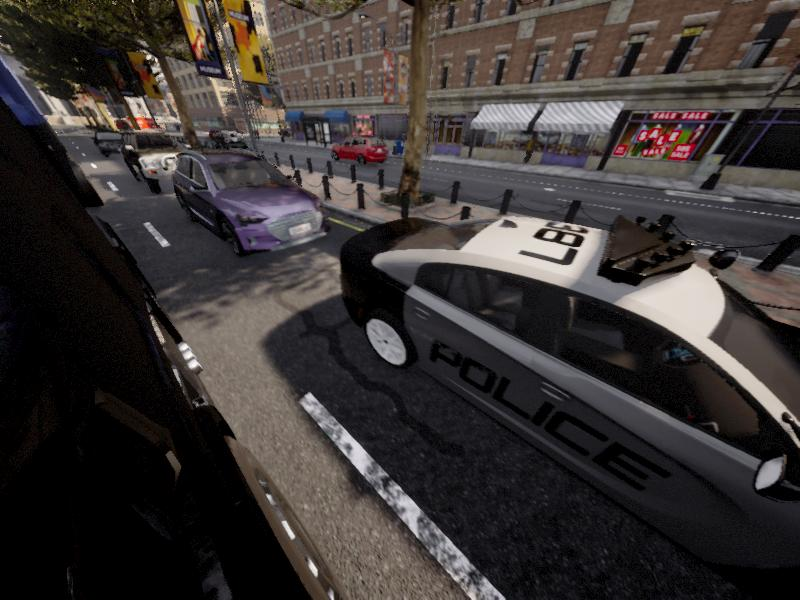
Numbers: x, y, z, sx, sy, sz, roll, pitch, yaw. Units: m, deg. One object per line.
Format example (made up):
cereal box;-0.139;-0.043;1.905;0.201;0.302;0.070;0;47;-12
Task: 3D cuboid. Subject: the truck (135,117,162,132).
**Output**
truck;-56.798;-39.590;52.149;5.204;2.467;2.627;28;44;30

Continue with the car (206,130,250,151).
car;-16.732;-15.515;22.457;3.806;1.475;1.970;27;43;30

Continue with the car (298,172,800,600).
car;1.649;0.272;1.925;5.238;1.638;1.930;28;44;30

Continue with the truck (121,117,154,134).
truck;-50.032;-33.334;44.038;5.204;2.467;2.627;27;44;30

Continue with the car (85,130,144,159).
car;-20.192;-11.056;16.312;4.674;1.442;1.812;28;44;30

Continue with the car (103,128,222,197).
car;-9.392;-5.600;9.117;4.605;1.855;1.932;27;43;31

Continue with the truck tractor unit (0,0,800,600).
truck tractor unit;-2.645;-0.295;0.351;6.516;4.208;3.053;28;44;30

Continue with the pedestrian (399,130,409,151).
pedestrian;0.428;-17.218;24.953;0.751;1.860;0.751;28;44;31

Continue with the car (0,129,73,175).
car;-18.616;-7.550;11.616;4.892;1.490;1.837;28;44;30

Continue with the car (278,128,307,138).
car;-22.711;-35.340;48.838;2.038;1.542;4.974;26;43;29

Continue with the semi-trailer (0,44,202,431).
semi-trailer;-8.712;-3.563;4.262;14.254;4.402;2.717;28;44;30

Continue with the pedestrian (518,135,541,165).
pedestrian;9.731;-11.260;17.370;0.751;1.860;0.751;29;44;31

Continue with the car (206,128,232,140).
car;-28.813;-26.599;36.906;1.994;1.385;4.181;-10;38;-15

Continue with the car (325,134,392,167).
car;-3.055;-11.150;17.065;4.611;1.667;2.242;28;44;30

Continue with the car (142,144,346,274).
car;-3.747;-2.546;5.476;4.856;1.649;2.033;28;44;30
